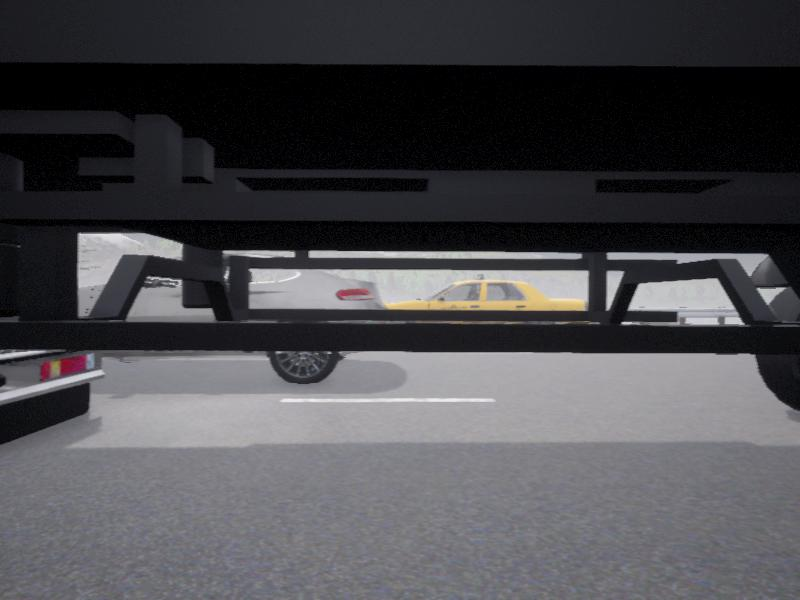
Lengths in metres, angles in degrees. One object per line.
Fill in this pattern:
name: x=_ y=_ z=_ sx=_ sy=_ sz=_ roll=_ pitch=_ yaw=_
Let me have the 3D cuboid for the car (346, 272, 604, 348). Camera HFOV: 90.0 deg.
car: x=1.554 y=0.200 z=9.201 sx=5.366 sy=1.575 sz=1.801 roll=0 pitch=0 yaw=0

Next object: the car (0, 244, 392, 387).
car: x=-2.657 y=0.184 z=5.700 sx=5.027 sy=1.651 sz=2.152 roll=0 pitch=0 yaw=0

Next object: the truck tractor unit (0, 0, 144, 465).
truck tractor unit: x=-5.647 y=-1.118 z=2.192 sx=6.516 sy=4.208 sz=3.053 roll=0 pitch=0 yaw=0

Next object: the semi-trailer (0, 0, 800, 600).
semi-trailer: x=2.271 y=-1.223 z=2.205 sx=14.254 sy=4.402 sz=2.717 roll=0 pitch=0 yaw=0
